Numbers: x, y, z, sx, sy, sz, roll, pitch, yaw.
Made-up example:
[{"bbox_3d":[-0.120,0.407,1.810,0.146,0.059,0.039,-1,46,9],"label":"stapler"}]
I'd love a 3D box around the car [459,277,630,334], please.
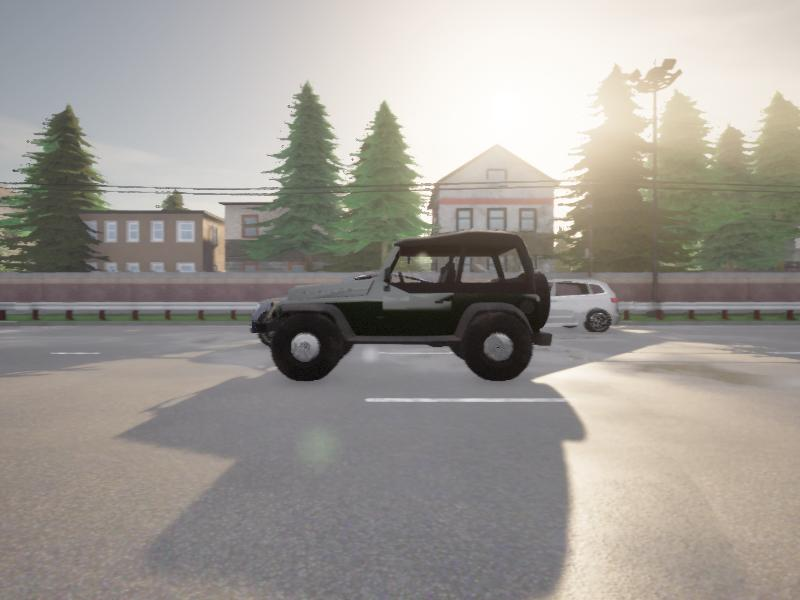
[{"bbox_3d":[4.340,0.155,12.701,4.611,1.667,2.242,0,0,0],"label":"car"}]

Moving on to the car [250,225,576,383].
[{"bbox_3d":[0.158,0.046,5.702,3.866,1.878,1.905,0,0,0],"label":"car"}]

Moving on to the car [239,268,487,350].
[{"bbox_3d":[-0.756,0.181,9.199,5.027,1.651,2.152,0,0,0],"label":"car"}]
